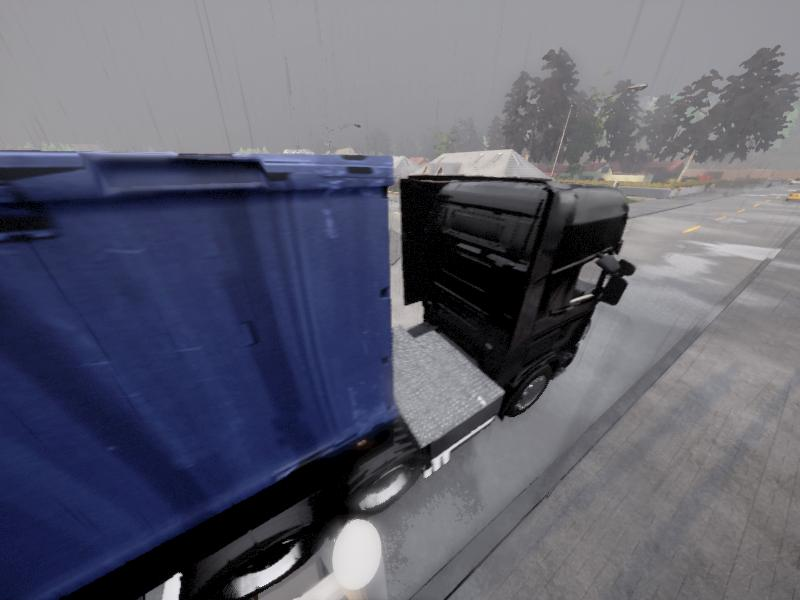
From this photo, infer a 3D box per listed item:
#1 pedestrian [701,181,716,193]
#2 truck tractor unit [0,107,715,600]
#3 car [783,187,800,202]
[{"bbox_3d":[53.261,-19.545,39.933,0.751,1.860,0.751,-17,34,-27],"label":"pedestrian"},{"bbox_3d":[0.092,0.293,3.485,6.516,4.208,3.053,-16,34,-25],"label":"truck tractor unit"},{"bbox_3d":[55.090,-14.418,31.606,5.366,1.575,1.801,-16,34,-26],"label":"car"}]
